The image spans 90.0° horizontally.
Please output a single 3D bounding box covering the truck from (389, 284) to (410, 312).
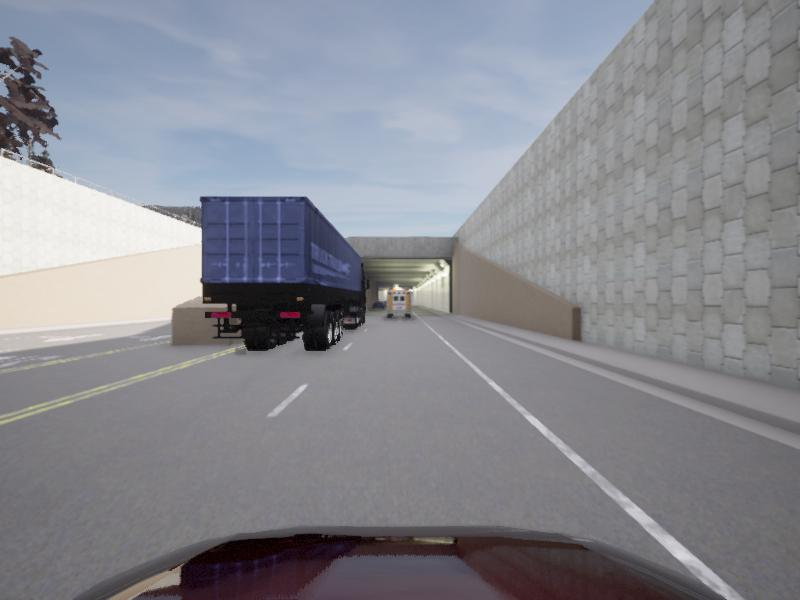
[{"bbox_3d":[-0.118,-0.320,59.395,2.891,3.827,8.468,0,0,0],"label":"truck"}]

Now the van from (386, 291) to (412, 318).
[{"bbox_3d":[-0.077,0.377,39.018,2.351,2.431,6.366,0,0,0],"label":"van"}]

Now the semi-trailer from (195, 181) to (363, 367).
[{"bbox_3d":[-3.528,-0.619,16.613,2.717,4.402,14.254,0,0,0],"label":"semi-trailer"}]

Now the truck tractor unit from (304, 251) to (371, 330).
[{"bbox_3d":[-3.565,-0.522,24.530,3.053,4.208,6.516,0,0,0],"label":"truck tractor unit"}]
